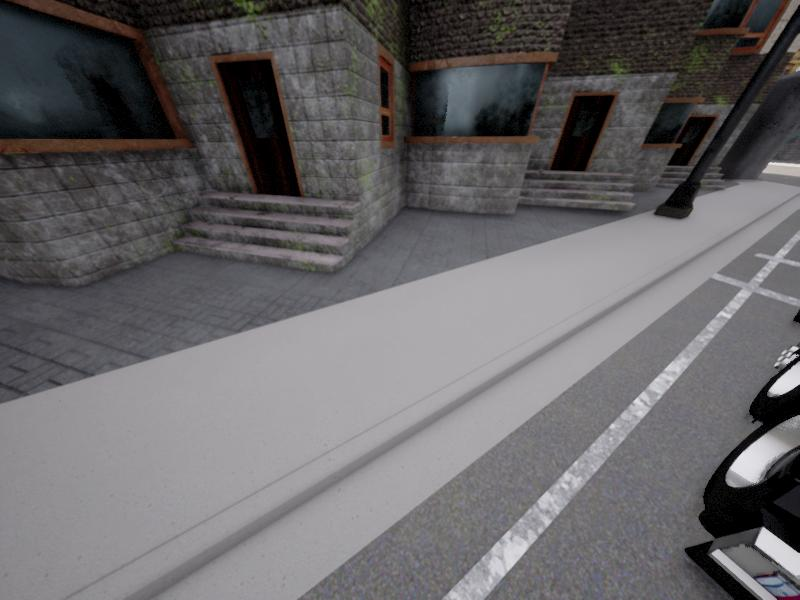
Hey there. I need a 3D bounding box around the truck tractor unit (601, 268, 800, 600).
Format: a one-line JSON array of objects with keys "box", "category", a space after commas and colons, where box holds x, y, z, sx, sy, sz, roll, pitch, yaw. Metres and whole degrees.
[{"box": [5.116, -0.295, 0.772, 6.516, 4.208, 3.053, -18, 39, -24], "category": "truck tractor unit"}]
